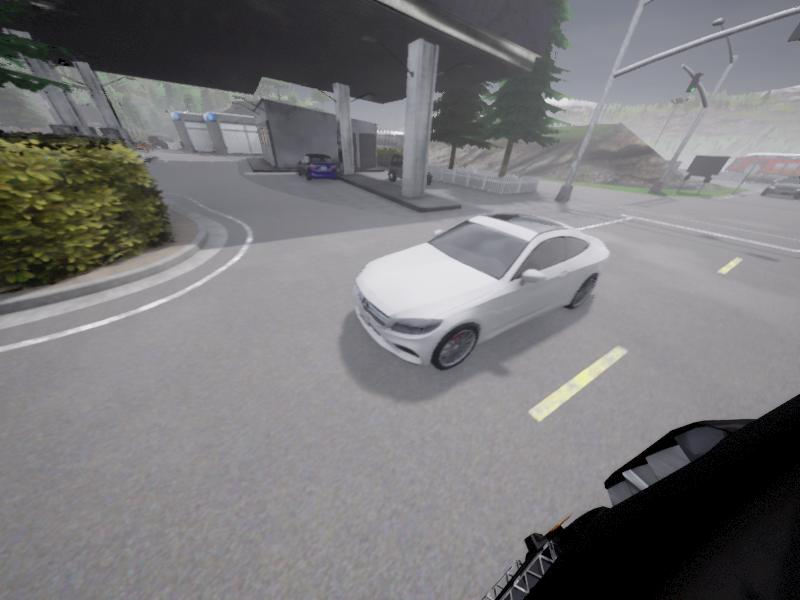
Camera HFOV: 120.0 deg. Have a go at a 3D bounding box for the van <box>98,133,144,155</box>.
[{"bbox_3d":[-34.373,-19.376,28.645,2.069,2.038,4.480,-16,38,-26],"label":"van"}]

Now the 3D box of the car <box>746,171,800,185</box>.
[{"bbox_3d":[65.359,-21.381,40.376,2.152,1.651,5.027,-16,38,-26],"label":"car"}]

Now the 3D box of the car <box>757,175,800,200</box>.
[{"bbox_3d":[33.250,-9.664,19.712,4.974,1.542,2.038,-16,38,-26],"label":"car"}]

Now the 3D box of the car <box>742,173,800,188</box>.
[{"bbox_3d":[53.838,-17.330,33.418,1.895,1.301,4.718,-16,38,-26],"label":"car"}]

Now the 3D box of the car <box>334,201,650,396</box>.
[{"bbox_3d":[1.580,-0.567,3.776,4.674,1.442,1.812,-15,37,-26],"label":"car"}]

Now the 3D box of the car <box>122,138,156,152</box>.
[{"bbox_3d":[-37.817,-22.616,33.679,2.007,1.525,4.514,-16,38,-26],"label":"car"}]

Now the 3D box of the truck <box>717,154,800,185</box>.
[{"bbox_3d":[61.794,-22.162,39.011,2.891,3.827,8.468,-16,38,-26],"label":"truck"}]

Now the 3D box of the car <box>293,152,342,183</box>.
[{"bbox_3d":[-6.397,-10.227,17.678,2.242,1.667,4.611,-16,38,-26],"label":"car"}]

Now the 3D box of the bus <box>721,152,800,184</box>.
[{"bbox_3d":[67.860,-23.917,41.743,3.944,4.253,10.273,-16,38,-26],"label":"bus"}]

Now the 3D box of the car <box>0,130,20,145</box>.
[{"bbox_3d":[-54.422,-21.117,29.808,5.027,1.636,2.152,-16,38,-26],"label":"car"}]

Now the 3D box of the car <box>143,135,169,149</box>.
[{"bbox_3d":[-42.778,-27.774,40.660,1.905,1.878,3.866,-16,37,-26],"label":"car"}]

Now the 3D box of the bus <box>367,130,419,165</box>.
[{"bbox_3d":[-1.586,-25.494,38.458,3.944,4.253,10.273,-16,39,-26],"label":"bus"}]

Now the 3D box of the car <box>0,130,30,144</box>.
[{"bbox_3d":[-56.044,-22.662,32.005,4.514,1.523,2.007,-16,38,-26],"label":"car"}]

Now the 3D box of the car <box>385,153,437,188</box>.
[{"bbox_3d":[0.678,-9.600,17.013,1.905,1.878,3.866,-16,38,-26],"label":"car"}]

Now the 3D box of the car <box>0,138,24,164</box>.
[{"bbox_3d":[-29.533,-10.350,16.039,1.970,1.475,3.806,-16,38,-26],"label":"car"}]
